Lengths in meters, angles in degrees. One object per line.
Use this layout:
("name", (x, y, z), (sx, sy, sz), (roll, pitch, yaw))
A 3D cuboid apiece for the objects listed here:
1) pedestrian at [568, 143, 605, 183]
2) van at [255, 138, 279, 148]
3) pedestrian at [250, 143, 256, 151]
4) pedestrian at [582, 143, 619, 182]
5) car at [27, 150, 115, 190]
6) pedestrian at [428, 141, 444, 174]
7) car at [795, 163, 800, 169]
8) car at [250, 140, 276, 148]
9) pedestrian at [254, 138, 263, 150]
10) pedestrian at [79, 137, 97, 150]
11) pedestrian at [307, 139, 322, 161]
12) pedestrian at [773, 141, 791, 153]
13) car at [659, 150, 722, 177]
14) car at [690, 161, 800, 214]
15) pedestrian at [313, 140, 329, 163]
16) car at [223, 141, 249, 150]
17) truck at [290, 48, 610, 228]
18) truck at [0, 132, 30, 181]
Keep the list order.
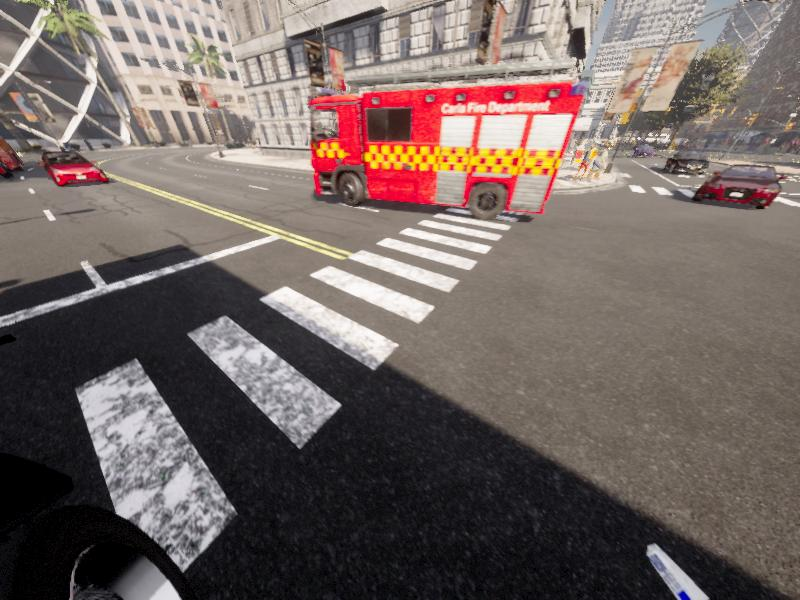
("pedestrian", (10.518, -7.771, 13.112), (0.751, 1.860, 0.751), (5, 35, 6))
("van", (-31.823, -37.814, 55.539), (1.775, 1.987, 4.442), (17, 38, 22))
("pedestrian", (-24.805, -25.727, 38.920), (0.500, 1.100, 0.500), (-15, 38, -21))
("pedestrian", (11.608, -7.999, 13.445), (0.751, 1.860, 0.751), (6, 36, 8))
("car", (-18.317, -7.360, 12.858), (4.514, 1.525, 2.007), (23, 41, 28))
("pedestrian", (2.450, -9.791, 15.904), (0.751, 1.860, 0.751), (13, 37, 17))
("car", (38.262, -12.150, 20.178), (2.007, 1.525, 4.514), (22, 40, 27))
("car", (-34.250, -39.181, 58.019), (2.152, 1.651, 5.027), (20, 39, 25))
("pedestrian", (-25.261, -27.811, 41.213), (0.751, 1.860, 0.751), (-10, 37, -15))
("pedestrian", (-53.717, -27.013, 39.817), (0.751, 1.860, 0.751), (-3, 35, -5))
("pedestrian", (-8.699, -15.288, 23.600), (0.751, 1.860, 0.751), (23, 41, 29))
("pedestrian", (71.048, -28.404, 42.947), (0.751, 1.860, 0.751), (24, 42, 30))
("car", (23.066, -11.107, 18.585), (1.837, 1.490, 4.892), (22, 40, 27))
("car", (14.621, -4.988, 9.931), (4.181, 1.385, 1.994), (-26, 43, -32))
("pedestrian", (-7.483, -14.110, 21.939), (0.751, 1.860, 0.751), (27, 43, 32))
("car", (-34.467, -32.666, 48.746), (1.994, 1.385, 4.181), (5, 35, 7))
("truck", (0.989, -5.437, 8.313), (8.468, 3.827, 2.891), (12, 37, 17))
("truck", (-27.398, -9.768, 14.195), (8.468, 3.827, 2.891), (27, 43, 33))
